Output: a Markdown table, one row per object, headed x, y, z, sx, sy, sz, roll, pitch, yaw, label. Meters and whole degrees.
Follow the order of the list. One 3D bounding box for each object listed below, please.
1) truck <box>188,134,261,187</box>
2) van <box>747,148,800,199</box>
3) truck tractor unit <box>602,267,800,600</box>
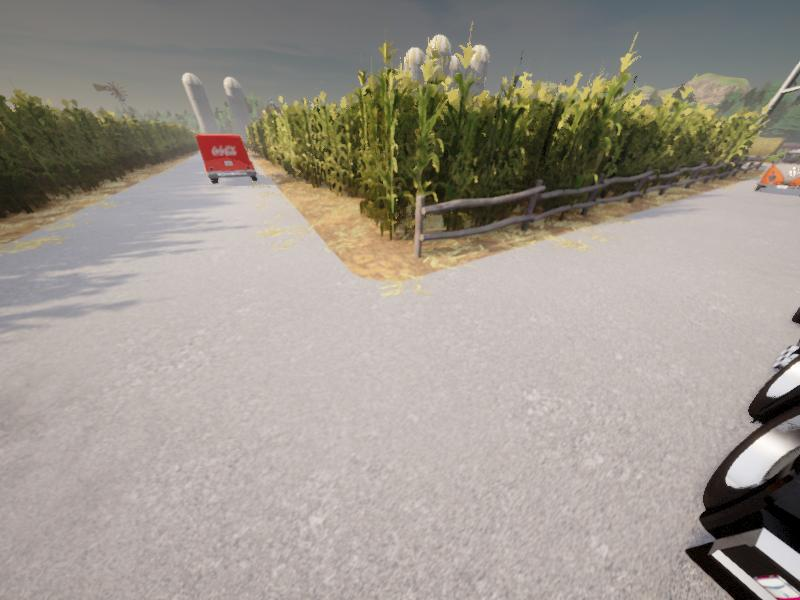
| x | y | z | sx | sy | sz | roll | pitch | yaw | label |
| --- | --- | --- | --- | --- | --- | --- | --- | --- | --- |
| -11.114 | -9.226 | 15.009 | 2.627 | 2.467 | 5.204 | -18 | 39 | -24 | truck |
| 20.913 | -6.728 | 12.098 | 4.442 | 1.987 | 1.775 | -18 | 39 | -25 | van |
| 5.114 | -0.297 | 0.777 | 6.516 | 4.208 | 3.053 | -18 | 39 | -24 | truck tractor unit |
